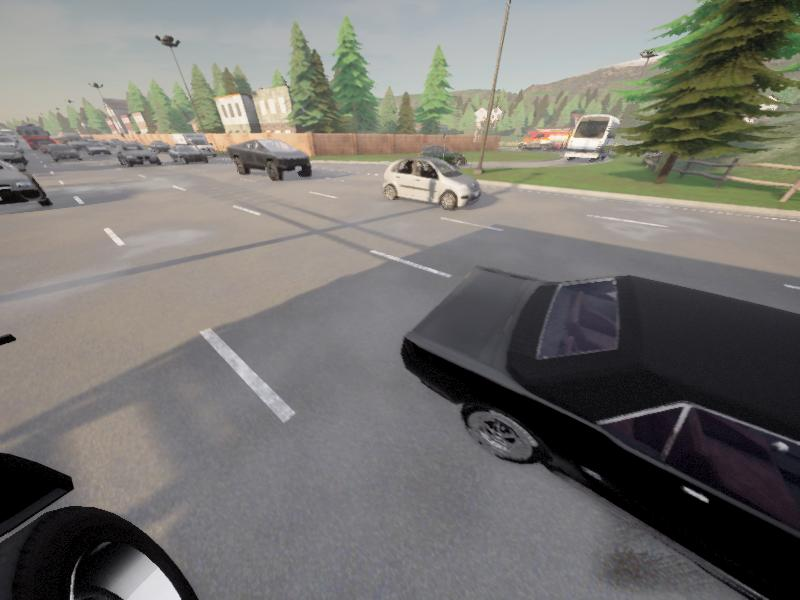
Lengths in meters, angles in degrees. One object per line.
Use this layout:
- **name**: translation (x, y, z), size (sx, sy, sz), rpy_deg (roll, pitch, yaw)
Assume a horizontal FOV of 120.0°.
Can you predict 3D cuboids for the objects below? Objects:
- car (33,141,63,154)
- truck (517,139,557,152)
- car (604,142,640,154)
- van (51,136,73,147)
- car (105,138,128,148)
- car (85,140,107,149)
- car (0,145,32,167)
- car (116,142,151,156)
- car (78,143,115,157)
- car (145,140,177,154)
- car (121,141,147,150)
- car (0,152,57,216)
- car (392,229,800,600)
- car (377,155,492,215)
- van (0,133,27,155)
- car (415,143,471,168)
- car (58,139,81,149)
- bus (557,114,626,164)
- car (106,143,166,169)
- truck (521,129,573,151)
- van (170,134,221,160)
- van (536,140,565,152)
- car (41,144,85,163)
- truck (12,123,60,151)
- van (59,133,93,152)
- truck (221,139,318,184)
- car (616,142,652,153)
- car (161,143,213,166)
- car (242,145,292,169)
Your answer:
- **car**: translation (-53.141, -23.090, 34.834), size (3.633, 1.501, 1.845), rpy_deg (23, 41, 29)
- **truck**: translation (27.352, -31.108, 46.457), size (6.274, 2.098, 2.390), rpy_deg (23, 41, 29)
- **car**: translation (42.583, -29.356, 44.527), size (4.611, 1.667, 2.242), rpy_deg (23, 41, 29)
- **van**: translation (-76.946, -35.988, 52.557), size (4.442, 1.987, 1.775), rpy_deg (23, 41, 29)
- **car**: translation (-62.871, -34.876, 51.277), size (4.553, 1.767, 2.097), rpy_deg (23, 41, 29)
- **car**: translation (-63.776, -32.606, 48.393), size (3.806, 1.475, 1.970), rpy_deg (23, 41, 29)
- **car**: translation (-35.775, -13.094, 20.883), size (4.792, 1.488, 2.163), rpy_deg (23, 41, 29)
- **car**: translation (-38.165, -21.601, 33.006), size (5.357, 1.411, 2.033), rpy_deg (23, 41, 29)
- **car**: translation (-40.755, -20.207, 31.005), size (5.357, 1.411, 2.033), rpy_deg (23, 41, 29)
- **car**: translation (-37.155, -23.776, 35.885), size (5.238, 1.638, 1.930), rpy_deg (23, 41, 29)
- **car**: translation (-51.063, -29.650, 44.298), size (5.357, 1.411, 2.033), rpy_deg (23, 41, 29)
- **car**: translation (-15.495, -4.445, 8.672), size (5.027, 1.651, 2.152), rpy_deg (23, 41, 29)
- **car**: translation (2.401, 0.865, 1.579), size (4.718, 1.301, 1.895), rpy_deg (23, 41, 29)
- **car**: translation (1.216, -4.782, 9.309), size (3.988, 1.617, 1.851), rpy_deg (23, 41, 29)
- **van**: translation (-56.407, -22.341, 32.990), size (6.366, 2.431, 2.351), rpy_deg (23, 41, 29)
- **car**: translation (3.824, -13.406, 21.402), size (4.553, 1.767, 2.097), rpy_deg (-3, 35, -5)
- **car**: translation (-66.050, -31.138, 46.137), size (3.633, 1.501, 1.845), rpy_deg (23, 41, 29)
- **bus**: translation (23.534, -19.607, 28.236), size (3.944, 4.253, 10.273), rpy_deg (28, 44, 32)
- **car**: translation (-23.465, -12.898, 20.549), size (4.611, 1.667, 2.242), rpy_deg (23, 41, 29)
- **truck**: translation (31.815, -34.918, 50.397), size (8.468, 3.827, 2.891), rpy_deg (23, 41, 29)
- **van**: translation (-25.261, -18.990, 28.518), size (6.366, 2.431, 2.351), rpy_deg (23, 41, 29)
- **van**: translation (31.020, -31.989, 47.838), size (4.442, 1.987, 1.775), rpy_deg (23, 41, 29)
- **car**: translation (-34.797, -15.184, 23.846), size (4.892, 1.490, 1.837), rpy_deg (23, 41, 29)
- **truck**: translation (-65.985, -29.528, 41.890), size (8.468, 3.827, 2.891), rpy_deg (23, 41, 29)
- **van**: translation (-55.046, -26.827, 39.239), size (5.915, 2.561, 1.988), rpy_deg (23, 41, 29)
- **truck**: translation (-8.529, -9.168, 15.018), size (6.274, 2.098, 2.390), rpy_deg (23, 41, 29)
- **car**: translation (46.329, -30.218, 45.851), size (4.611, 1.667, 2.242), rpy_deg (23, 41, 29)
- **car**: translation (-20.687, -14.200, 22.446), size (5.238, 1.638, 1.930), rpy_deg (23, 41, 29)
- **car**: translation (-11.927, -12.930, 20.752), size (3.988, 1.617, 1.851), rpy_deg (23, 41, 29)
